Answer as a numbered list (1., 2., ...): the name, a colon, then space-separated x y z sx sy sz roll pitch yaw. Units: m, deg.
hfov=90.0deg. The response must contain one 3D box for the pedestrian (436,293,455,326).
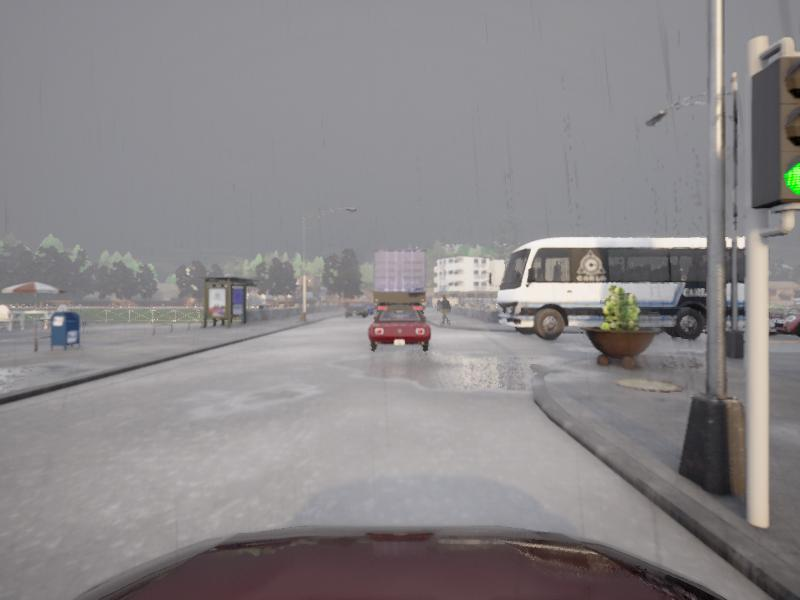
1. pedestrian: 2.628 0.557 23.175 0.751 1.860 0.751 0 0 -44

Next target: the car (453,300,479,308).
1. car: 13.702 0.851 83.187 5.238 1.638 1.930 0 0 0

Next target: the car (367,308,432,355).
1. car: -0.008 0.957 14.007 1.895 1.301 4.718 0 0 0

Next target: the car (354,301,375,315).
1. car: -4.029 0.872 45.748 2.007 1.525 4.514 0 0 0

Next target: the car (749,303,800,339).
1. car: 17.991 0.870 17.470 3.806 1.475 1.970 0 0 0

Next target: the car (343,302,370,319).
1. car: -4.013 0.931 37.925 2.033 1.411 5.357 0 0 0

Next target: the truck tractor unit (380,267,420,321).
1. truck tractor unit: -0.020 -0.491 34.220 3.053 4.208 6.516 0 0 0

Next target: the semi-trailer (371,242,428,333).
1. semi-trailer: -0.013 -0.593 26.304 2.717 4.402 14.254 0 0 0

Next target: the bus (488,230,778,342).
1. bus: 9.373 -0.517 17.278 10.273 4.253 3.944 0 0 -1
